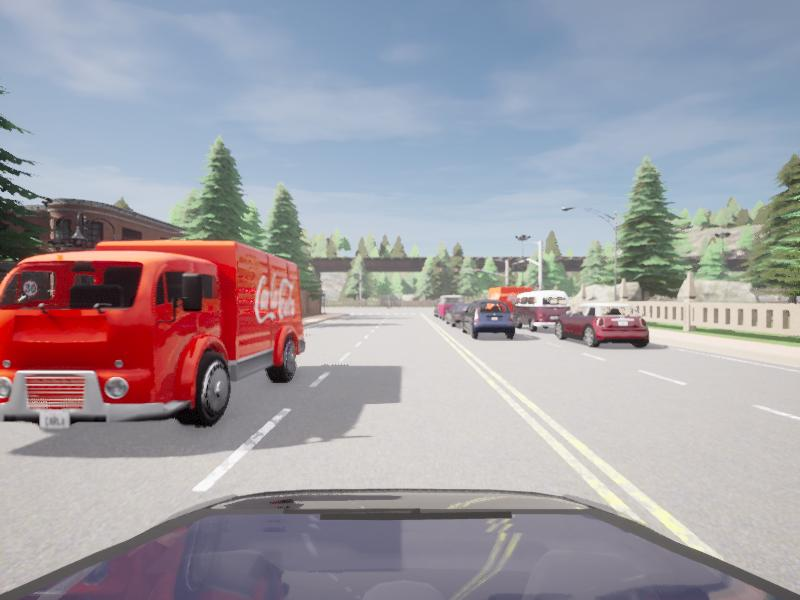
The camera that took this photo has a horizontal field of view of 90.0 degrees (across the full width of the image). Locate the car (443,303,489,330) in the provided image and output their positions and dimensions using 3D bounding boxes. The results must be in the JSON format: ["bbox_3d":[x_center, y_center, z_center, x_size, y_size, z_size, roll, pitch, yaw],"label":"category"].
[{"bbox_3d":[3.908,0.915,24.594,2.033,1.411,5.357,0,0,1],"label":"car"}]

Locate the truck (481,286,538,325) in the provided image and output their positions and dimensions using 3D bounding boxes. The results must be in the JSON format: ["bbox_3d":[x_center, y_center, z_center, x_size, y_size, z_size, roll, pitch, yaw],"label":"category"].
[{"bbox_3d":[7.463,0.379,27.957,2.627,2.467,5.204,0,0,1],"label":"truck"}]

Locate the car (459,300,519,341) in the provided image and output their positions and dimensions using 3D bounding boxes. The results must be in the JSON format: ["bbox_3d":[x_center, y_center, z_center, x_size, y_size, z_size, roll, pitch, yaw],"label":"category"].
[{"bbox_3d":[3.801,0.802,17.836,1.851,1.617,3.988,0,0,1],"label":"car"}]

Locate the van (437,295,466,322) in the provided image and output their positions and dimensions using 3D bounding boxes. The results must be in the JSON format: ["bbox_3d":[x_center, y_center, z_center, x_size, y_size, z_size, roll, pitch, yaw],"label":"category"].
[{"bbox_3d":[4.018,0.624,31.696,1.775,1.987,4.442,0,0,1],"label":"van"}]

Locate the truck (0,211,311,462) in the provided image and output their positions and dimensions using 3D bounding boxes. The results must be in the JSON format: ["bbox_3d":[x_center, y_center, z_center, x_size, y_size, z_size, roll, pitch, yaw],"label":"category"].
[{"bbox_3d":[-3.381,0.363,6.561,2.627,2.467,5.204,0,0,1],"label":"truck"}]

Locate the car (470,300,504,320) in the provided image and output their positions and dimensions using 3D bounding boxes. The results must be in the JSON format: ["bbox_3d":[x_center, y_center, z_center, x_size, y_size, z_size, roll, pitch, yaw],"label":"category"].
[{"bbox_3d":[7.578,0.807,35.457,2.033,1.649,4.856,0,0,1],"label":"car"}]

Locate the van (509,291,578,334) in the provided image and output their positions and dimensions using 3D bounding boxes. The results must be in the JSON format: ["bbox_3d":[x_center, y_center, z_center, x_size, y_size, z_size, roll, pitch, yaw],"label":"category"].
[{"bbox_3d":[7.351,0.589,21.018,2.069,2.038,4.480,0,0,1],"label":"van"}]

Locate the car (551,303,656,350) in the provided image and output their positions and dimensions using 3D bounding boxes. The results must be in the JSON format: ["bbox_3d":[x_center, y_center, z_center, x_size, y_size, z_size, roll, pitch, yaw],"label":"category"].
[{"bbox_3d":[7.252,0.866,14.770,1.970,1.475,3.806,0,0,1],"label":"car"}]
